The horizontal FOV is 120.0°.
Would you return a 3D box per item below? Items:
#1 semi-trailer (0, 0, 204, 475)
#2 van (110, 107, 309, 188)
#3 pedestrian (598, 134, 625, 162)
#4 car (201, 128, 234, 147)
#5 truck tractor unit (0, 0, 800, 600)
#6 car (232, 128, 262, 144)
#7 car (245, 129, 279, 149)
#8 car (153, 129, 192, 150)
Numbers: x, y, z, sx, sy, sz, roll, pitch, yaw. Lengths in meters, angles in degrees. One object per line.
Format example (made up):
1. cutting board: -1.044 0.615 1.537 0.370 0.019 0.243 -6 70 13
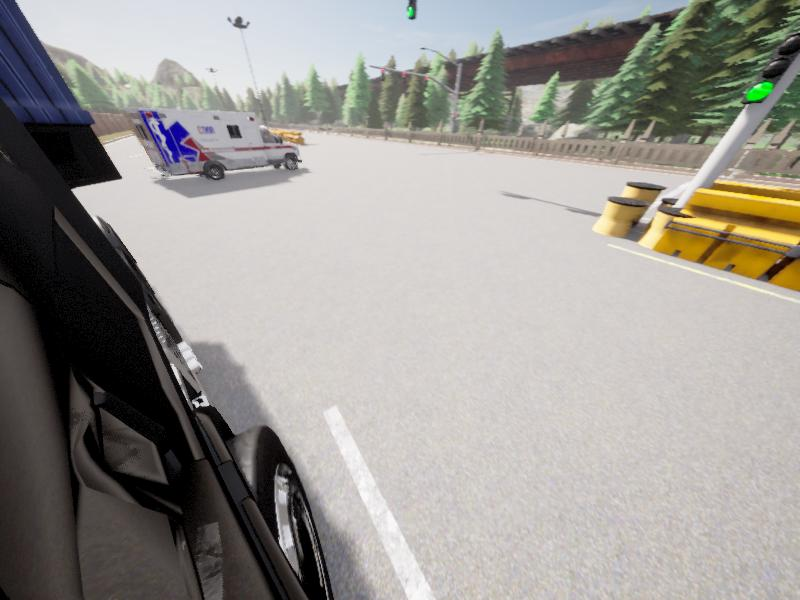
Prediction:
1. semi-trailer: -10.098 -0.948 0.739 14.254 4.402 2.717 -2 37 -5
2. van: -7.987 -7.251 10.848 2.351 2.431 6.366 25 43 28
3. pedestrian: 17.563 -12.622 19.187 0.751 1.860 0.751 -23 43 -29
4. car: -19.706 -17.575 24.893 2.033 1.411 5.357 -23 43 -29
5. truck tractor unit: -2.645 -0.295 0.351 6.516 4.208 3.053 28 44 30
6. car: -18.986 -20.340 28.604 1.994 1.385 4.181 -25 44 -30
7. car: -13.956 -16.303 23.376 1.970 1.475 3.806 -23 43 -29
8. car: -20.622 -14.746 21.132 1.994 1.385 4.181 -23 43 -29
